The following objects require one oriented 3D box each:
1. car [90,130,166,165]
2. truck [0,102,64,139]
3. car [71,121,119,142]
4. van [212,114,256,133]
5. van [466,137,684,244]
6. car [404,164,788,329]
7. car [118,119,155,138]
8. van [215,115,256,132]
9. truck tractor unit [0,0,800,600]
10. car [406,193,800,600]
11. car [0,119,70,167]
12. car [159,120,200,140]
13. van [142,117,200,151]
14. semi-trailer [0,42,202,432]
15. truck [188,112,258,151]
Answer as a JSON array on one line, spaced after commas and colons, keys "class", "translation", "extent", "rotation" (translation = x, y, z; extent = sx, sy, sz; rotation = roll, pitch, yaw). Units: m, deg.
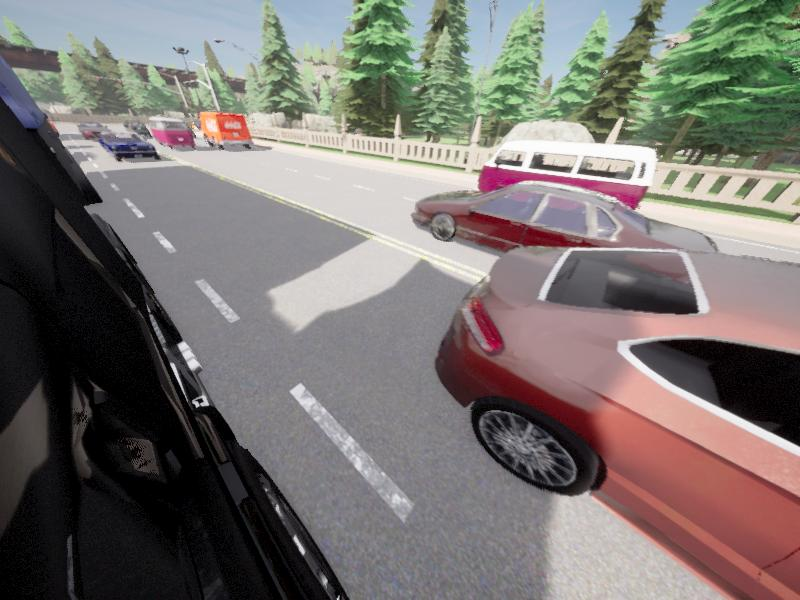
[{"class": "car", "translation": [-15.769, -8.904, 13.362], "extent": [4.718, 1.301, 1.895], "rotation": [28, 44, 30]}, {"class": "truck", "translation": [-33.781, -16.328, 21.048], "extent": [5.204, 2.467, 2.627], "rotation": [28, 44, 30]}, {"class": "car", "translation": [-28.348, -15.699, 21.494], "extent": [4.181, 1.385, 1.994], "rotation": [28, 44, 30]}, {"class": "van", "translation": [-31.042, -33.077, 43.442], "extent": [1.988, 2.561, 5.915], "rotation": [29, 44, 30]}, {"class": "van", "translation": [4.779, -3.655, 7.142], "extent": [4.480, 2.038, 2.069], "rotation": [28, 44, 29]}, {"class": "car", "translation": [2.842, -1.685, 4.929], "extent": [5.357, 1.411, 2.033], "rotation": [28, 44, 30]}, {"class": "car", "translation": [-29.526, -19.166, 25.861], "extent": [3.705, 1.549, 1.789], "rotation": [28, 44, 30]}, {"class": "van", "translation": [-32.710, -35.199, 46.152], "extent": [1.988, 2.561, 5.915], "rotation": [28, 44, 30]}, {"class": "truck tractor unit", "translation": [-2.645, -0.295, 0.351], "extent": [6.516, 4.208, 3.053], "rotation": [28, 44, 30]}, {"class": "car", "translation": [2.705, 0.900, 1.293], "extent": [5.027, 1.651, 2.152], "rotation": [28, 44, 30]}, {"class": "car", "translation": [-19.209, -8.149, 11.840], "extent": [5.238, 1.638, 1.930], "rotation": [28, 44, 30]}, {"class": "car", "translation": [-25.829, -19.951, 27.098], "extent": [4.856, 1.649, 2.033], "rotation": [28, 44, 30]}, {"class": "van", "translation": [-18.295, -13.296, 18.457], "extent": [4.442, 1.987, 1.775], "rotation": [28, 44, 30]}, {"class": "semi-trailer", "translation": [-8.693, -3.622, 4.214], "extent": [14.254, 4.402, 2.717], "rotation": [28, 44, 30]}, {"class": "truck", "translation": [-15.323, -14.645, 20.047], "extent": [5.204, 2.467, 2.627], "rotation": [28, 44, 30]}]
